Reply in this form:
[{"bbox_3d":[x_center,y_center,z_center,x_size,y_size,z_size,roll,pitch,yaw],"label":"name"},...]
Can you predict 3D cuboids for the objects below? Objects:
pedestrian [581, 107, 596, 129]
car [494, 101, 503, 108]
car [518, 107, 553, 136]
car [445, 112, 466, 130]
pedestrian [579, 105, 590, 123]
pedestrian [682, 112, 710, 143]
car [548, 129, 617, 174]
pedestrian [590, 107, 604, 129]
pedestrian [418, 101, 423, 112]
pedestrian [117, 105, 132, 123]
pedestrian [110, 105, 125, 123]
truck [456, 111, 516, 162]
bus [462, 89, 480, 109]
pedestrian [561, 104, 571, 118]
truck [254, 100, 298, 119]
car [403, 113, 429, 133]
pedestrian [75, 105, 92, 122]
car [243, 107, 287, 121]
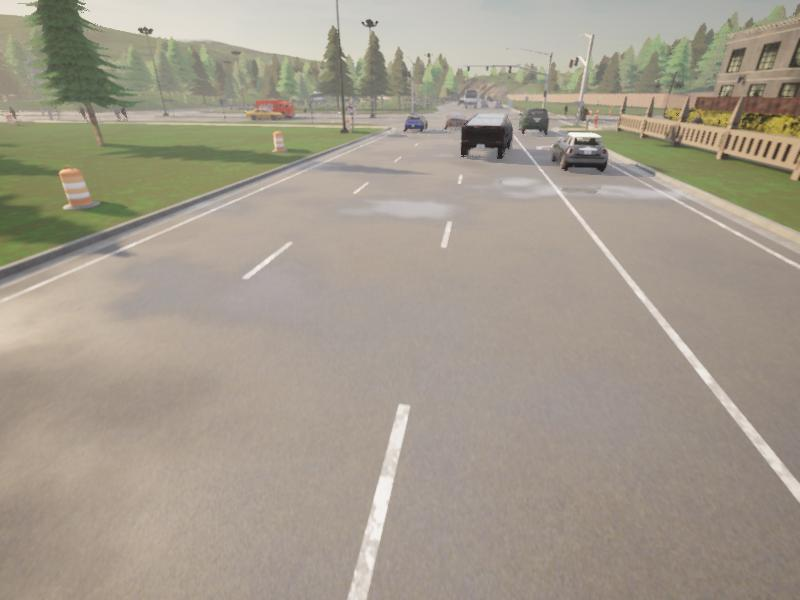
[{"bbox_3d":[17.414,-16.828,36.990,0.751,1.860,0.751,-1,27,-1],"label":"pedestrian"},{"bbox_3d":[25.324,-50.138,102.710,1.851,1.617,3.988,5,28,9],"label":"car"},{"bbox_3d":[11.763,-15.809,35.211,2.150,2.045,5.566,5,28,10],"label":"car"},{"bbox_3d":[5.637,-18.174,40.512,1.812,1.442,4.674,5,27,9],"label":"car"},{"bbox_3d":[21.973,-22.161,47.711,0.751,1.860,0.751,7,28,13],"label":"pedestrian"},{"bbox_3d":[19.299,-11.273,26.140,0.751,1.860,0.751,5,28,9],"label":"pedestrian"},{"bbox_3d":[8.351,-7.040,18.736,1.970,1.475,3.806,5,28,9],"label":"car"},{"bbox_3d":[18.249,-16.889,37.104,0.751,1.860,0.751,11,29,21],"label":"pedestrian"},{"bbox_3d":[3.868,-35.826,74.124,0.751,1.860,0.751,6,28,12],"label":"pedestrian"},{"bbox_3d":[-32.649,-22.066,47.433,0.751,1.860,0.751,8,28,15],"label":"pedestrian"},{"bbox_3d":[-33.679,-22.211,47.719,0.751,1.860,0.751,8,28,15],"label":"pedestrian"},{"bbox_3d":[5.049,-9.454,22.780,2.390,2.098,6.274,8,28,16],"label":"truck"},{"bbox_3d":[18.231,-51.716,102.826,3.944,4.253,10.273,5,28,9],"label":"bus"},{"bbox_3d":[24.169,-27.582,58.280,0.751,1.860,0.751,0,27,-1],"label":"pedestrian"},{"bbox_3d":[-17.844,-27.499,57.687,5.204,2.467,2.627,5,28,10],"label":"truck"},{"bbox_3d":[1.552,-16.847,37.907,1.816,1.474,4.193,5,28,9],"label":"car"},{"bbox_3d":[-38.007,-22.368,48.045,0.751,1.860,0.751,7,28,14],"label":"pedestrian"},{"bbox_3d":[-18.481,-25.532,54.828,5.366,1.575,1.801,5,28,10],"label":"car"}]
